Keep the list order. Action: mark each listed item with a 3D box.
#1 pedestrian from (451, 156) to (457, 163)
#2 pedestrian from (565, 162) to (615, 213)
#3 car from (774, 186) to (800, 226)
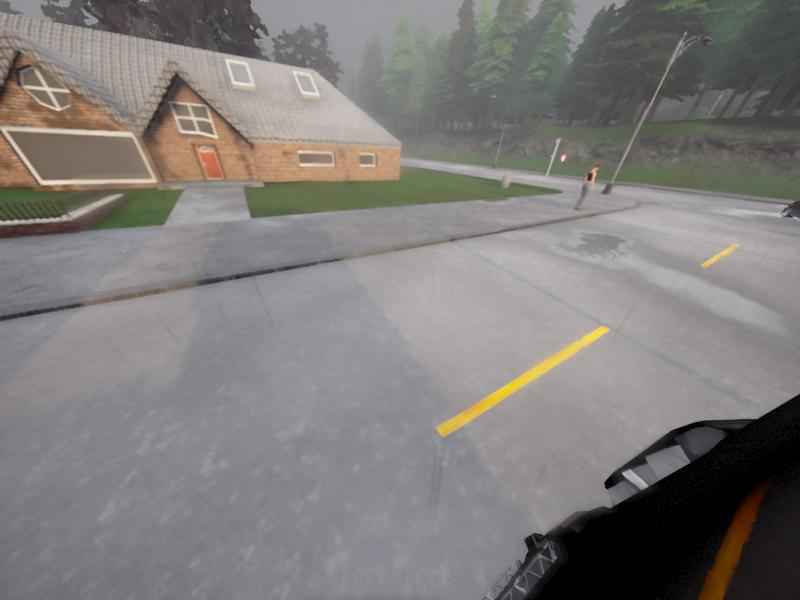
[{"bbox_3d":[9.618,-25.038,41.146,0.500,1.100,0.500,-16,38,-27],"label":"pedestrian"},{"bbox_3d":[8.112,-4.863,9.990,0.751,1.860,0.751,4,34,2],"label":"pedestrian"},{"bbox_3d":[19.447,-4.112,10.271,1.845,1.501,3.633,29,41,33],"label":"car"}]
